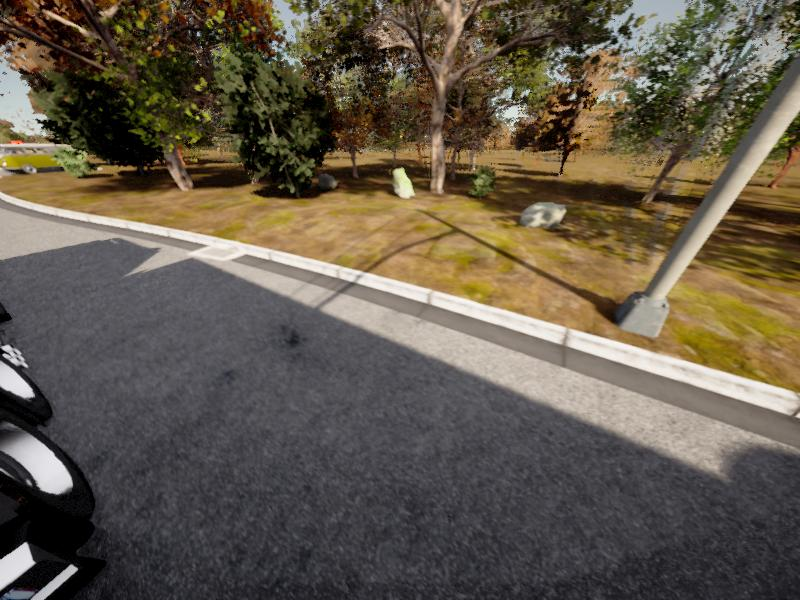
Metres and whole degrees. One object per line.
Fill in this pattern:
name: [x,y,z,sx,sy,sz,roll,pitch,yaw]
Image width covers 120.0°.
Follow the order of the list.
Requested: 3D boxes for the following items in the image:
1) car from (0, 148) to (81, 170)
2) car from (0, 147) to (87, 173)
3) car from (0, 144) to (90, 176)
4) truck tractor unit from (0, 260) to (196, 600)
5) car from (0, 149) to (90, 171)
car: [-37.305,-14.374,23.431,1.946,1.575,5.366,9,35,13]
car: [-32.434,-12.634,20.658,2.185,1.767,4.553,8,35,13]
car: [-30.018,-11.722,19.140,1.878,1.987,4.442,9,35,12]
truck tractor unit: [-5.090,-0.323,0.787,6.516,4.208,3.053,19,39,24]
car: [-34.798,-13.610,22.309,1.946,1.575,5.366,9,35,13]
